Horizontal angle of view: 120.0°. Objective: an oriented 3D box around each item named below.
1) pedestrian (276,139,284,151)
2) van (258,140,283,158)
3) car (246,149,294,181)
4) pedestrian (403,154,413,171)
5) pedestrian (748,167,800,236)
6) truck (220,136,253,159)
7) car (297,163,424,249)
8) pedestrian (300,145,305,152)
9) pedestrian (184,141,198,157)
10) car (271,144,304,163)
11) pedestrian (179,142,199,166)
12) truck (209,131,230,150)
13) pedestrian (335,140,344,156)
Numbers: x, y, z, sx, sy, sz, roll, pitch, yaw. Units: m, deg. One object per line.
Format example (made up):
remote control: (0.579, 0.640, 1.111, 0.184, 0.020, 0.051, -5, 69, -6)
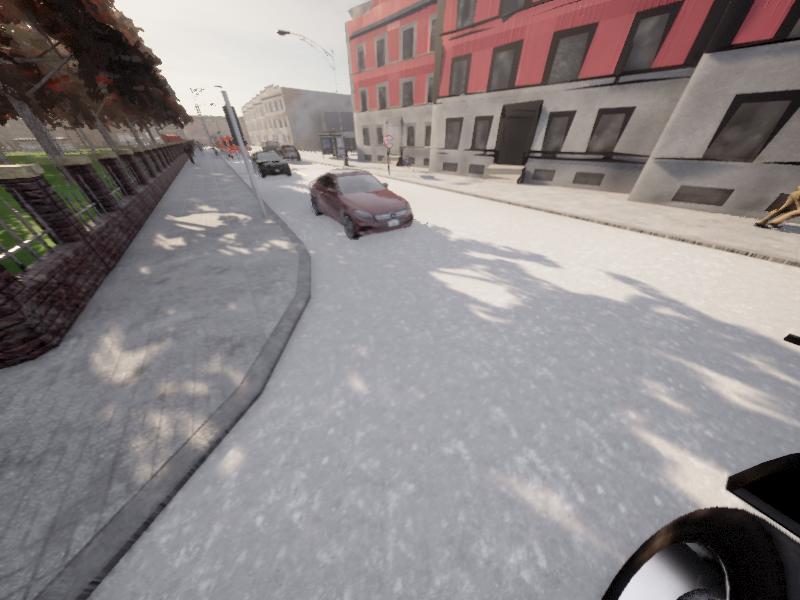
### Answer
pedestrian: (-23.054, -29.715, 44.387, 0.751, 1.860, 0.751, -13, 37, -17)
van: (-18.153, -21.199, 32.383, 1.775, 1.987, 4.442, -22, 40, -28)
car: (-9.386, -9.784, 16.521, 1.882, 1.535, 5.008, -22, 40, -28)
pedestrian: (0.620, -10.372, 17.437, 0.500, 1.100, 0.500, -27, 43, -32)
pedestrian: (10.243, -2.712, 5.839, 0.751, 1.860, 0.751, -21, 40, -27)
truck: (-22.472, -20.932, 31.638, 2.627, 2.467, 5.204, -22, 40, -28)
car: (-1.489, -3.261, 7.293, 1.812, 1.442, 4.674, -22, 41, -28)
pedestrian: (-18.621, -29.083, 44.204, 0.500, 1.100, 0.500, -25, 42, -31)
pedestrian: (-29.361, -21.271, 32.462, 0.751, 1.860, 0.751, -16, 38, -21)
car: (-12.891, -16.725, 26.308, 2.033, 1.649, 4.856, -22, 40, -28)
pedestrian: (-19.895, -13.820, 21.823, 0.751, 1.860, 0.751, -22, 40, -27)
truck: (-47.082, -41.472, 60.138, 2.891, 3.827, 8.468, -22, 41, -28)
pedestrian: (-8.602, -21.645, 32.921, 0.751, 1.860, 0.751, 23, 41, 29)
